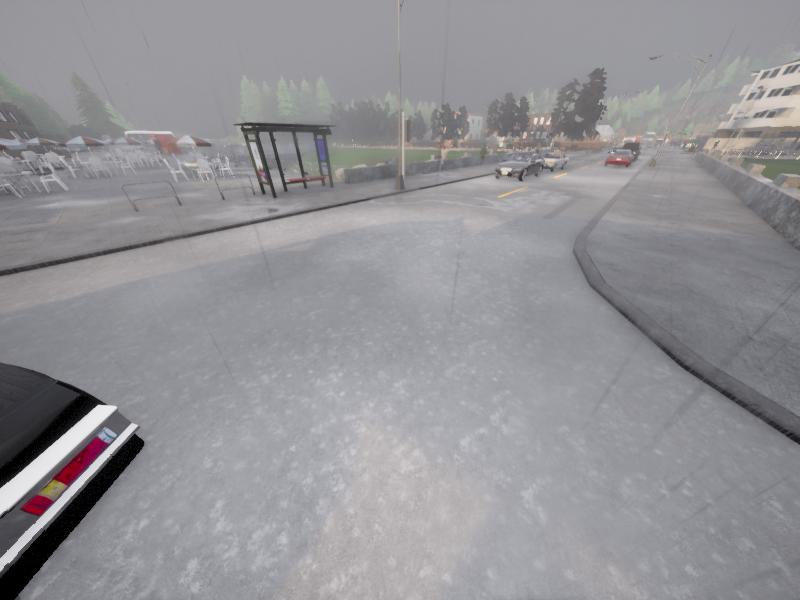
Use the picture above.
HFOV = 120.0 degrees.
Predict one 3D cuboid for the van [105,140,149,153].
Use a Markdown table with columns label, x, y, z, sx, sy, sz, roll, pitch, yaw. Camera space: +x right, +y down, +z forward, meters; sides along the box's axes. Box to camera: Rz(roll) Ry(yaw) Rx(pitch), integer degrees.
| label | x | y | z | sx | sy | sz | roll | pitch | yaw |
| --- | --- | --- | --- | --- | --- | --- | --- | --- | --- |
| van | -65.309 | -36.910 | 55.395 | 2.351 | 2.431 | 6.366 | 29 | 44 | 35 |

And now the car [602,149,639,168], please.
| label | x | y | z | sx | sy | sz | roll | pitch | yaw |
| --- | --- | --- | --- | --- | --- | --- | --- | --- | --- |
| car | 22.002 | -14.167 | 23.008 | 1.994 | 1.385 | 4.181 | 27 | 43 | 33 |

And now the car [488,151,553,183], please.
| label | x | y | z | sx | sy | sz | roll | pitch | yaw |
| --- | --- | --- | --- | --- | --- | --- | --- | --- | --- |
| car | 8.410 | -9.317 | 16.012 | 2.128 | 1.511 | 4.902 | 29 | 45 | 35 |

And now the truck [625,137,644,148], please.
| label | x | y | z | sx | sy | sz | roll | pitch | yaw |
| --- | --- | --- | --- | --- | --- | --- | --- | --- | --- |
| truck | 66.154 | -44.410 | 65.188 | 2.627 | 2.467 | 5.204 | 29 | 44 | 35 |

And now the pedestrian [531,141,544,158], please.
| label | x | y | z | sx | sy | sz | roll | pitch | yaw |
| --- | --- | --- | --- | --- | --- | --- | --- | --- | --- |
| pedestrian | 18.171 | -19.834 | 30.525 | 0.751 | 1.860 | 0.751 | 29 | 44 | 35 |

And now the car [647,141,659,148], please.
| label | x | y | z | sx | sy | sz | roll | pitch | yaw |
| --- | --- | --- | --- | --- | --- | --- | --- | --- | --- |
| car | 72.923 | -44.794 | 66.479 | 1.789 | 1.549 | 3.705 | 29 | 44 | 35 |

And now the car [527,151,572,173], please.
| label | x | y | z | sx | sy | sz | roll | pitch | yaw |
| --- | --- | --- | --- | --- | --- | --- | --- | --- | --- |
| car | 13.148 | -12.147 | 20.233 | 1.895 | 1.301 | 4.718 | 29 | 44 | 35 |

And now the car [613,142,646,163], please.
| label | x | y | z | sx | sy | sz | roll | pitch | yaw |
| --- | --- | --- | --- | --- | --- | --- | --- | --- | --- |
| car | 26.931 | -17.351 | 27.091 | 1.905 | 1.878 | 3.866 | 29 | 44 | 35 |

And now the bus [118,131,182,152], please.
| label | x | y | z | sx | sy | sz | roll | pitch | yaw |
| --- | --- | --- | --- | --- | --- | --- | --- | --- | --- |
| bus | -64.577 | -41.305 | 60.110 | 3.944 | 4.253 | 10.273 | 29 | 44 | 35 |

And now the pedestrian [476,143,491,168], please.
| label | x | y | z | sx | sy | sz | roll | pitch | yaw |
| --- | --- | --- | --- | --- | --- | --- | --- | --- | --- |
| pedestrian | 7.538 | -13.119 | 20.951 | 0.751 | 1.860 | 0.751 | 25 | 42 | 31 |

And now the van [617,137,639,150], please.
| label | x | y | z | sx | sy | sz | roll | pitch | yaw |
| --- | --- | --- | --- | --- | --- | --- | --- | --- | --- |
| van | 54.903 | -37.647 | 55.588 | 2.351 | 2.431 | 6.366 | 29 | 44 | 35 |

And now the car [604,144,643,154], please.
| label | x | y | z | sx | sy | sz | roll | pitch | yaw |
| --- | --- | --- | --- | --- | --- | --- | --- | --- | --- |
| car | 38.715 | -26.209 | 40.082 | 4.892 | 1.490 | 1.837 | -4 | 33 | -6 |

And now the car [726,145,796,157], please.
| label | x | y | z | sx | sy | sz | roll | pitch | yaw |
| --- | --- | --- | --- | --- | --- | --- | --- | --- | --- |
| car | 52.805 | -22.020 | 34.047 | 5.357 | 1.411 | 2.033 | 29 | 44 | 35 |

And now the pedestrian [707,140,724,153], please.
| label | x | y | z | sx | sy | sz | roll | pitch | yaw |
| --- | --- | --- | --- | --- | --- | --- | --- | --- | --- |
| pedestrian | 53.507 | -26.057 | 39.196 | 0.751 | 1.860 | 0.751 | 20 | 40 | 26 |

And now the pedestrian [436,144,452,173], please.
| label | x | y | z | sx | sy | sz | roll | pitch | yaw |
| --- | --- | --- | --- | --- | --- | --- | --- | --- | --- |
| pedestrian | 3.371 | -10.963 | 17.882 | 0.751 | 1.860 | 0.751 | 29 | 44 | 35 |

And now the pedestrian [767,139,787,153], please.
| label | x | y | z | sx | sy | sz | roll | pitch | yaw |
| --- | --- | --- | --- | --- | --- | --- | --- | --- | --- |
| pedestrian | 58.672 | -23.965 | 35.964 | 0.751 | 1.860 | 0.751 | 28 | 44 | 34 |
